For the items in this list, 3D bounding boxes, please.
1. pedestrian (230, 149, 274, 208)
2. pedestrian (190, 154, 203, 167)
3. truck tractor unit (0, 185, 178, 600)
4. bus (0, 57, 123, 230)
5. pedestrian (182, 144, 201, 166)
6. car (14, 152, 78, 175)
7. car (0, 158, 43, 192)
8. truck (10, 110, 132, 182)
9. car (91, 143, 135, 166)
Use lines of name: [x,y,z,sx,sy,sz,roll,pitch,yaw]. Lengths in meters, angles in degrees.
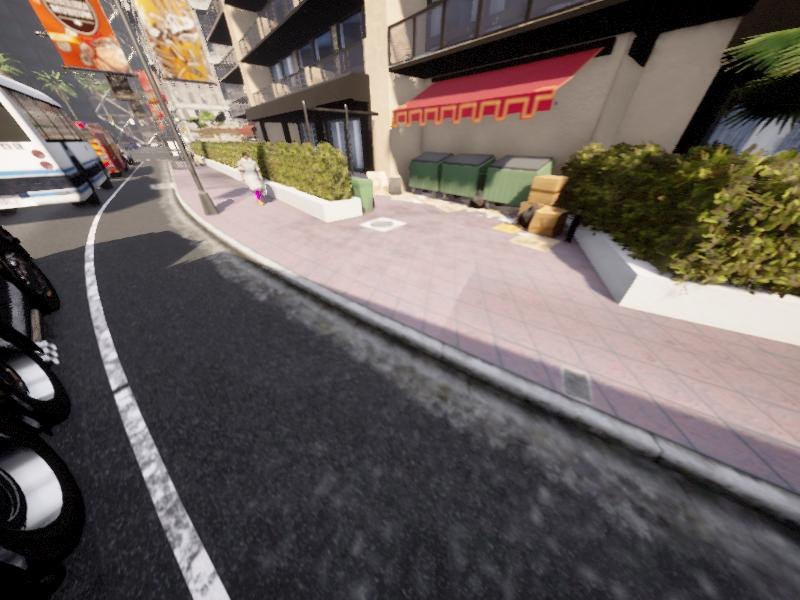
pedestrian: [-5.572,-4.604,8.770,0.751,1.860,0.751,-26,42,-32]
pedestrian: [-19.740,-13.531,22.399,0.500,1.100,0.500,-26,42,-32]
truck tractor unit: [-4.972,-0.415,0.970,6.516,4.208,3.053,23,41,30]
bus: [-15.769,-6.256,9.392,3.944,4.253,10.273,-27,43,-34]
pedestrian: [-21.187,-14.762,23.515,0.751,1.860,0.751,-26,43,-33]
car: [-30.564,-11.956,20.119,1.970,1.475,3.806,-26,42,-32]
car: [-23.556,-7.270,13.412,1.994,1.385,4.181,-26,42,-32]
truck: [-24.552,-11.981,18.079,2.891,3.827,8.468,-26,42,-32]
car: [-33.192,-17.008,26.938,2.150,2.045,5.566,-26,42,-33]
